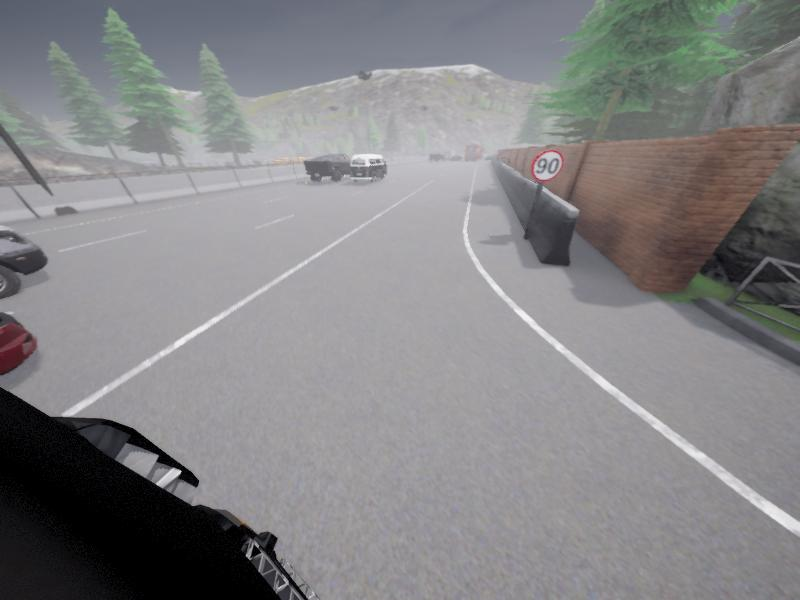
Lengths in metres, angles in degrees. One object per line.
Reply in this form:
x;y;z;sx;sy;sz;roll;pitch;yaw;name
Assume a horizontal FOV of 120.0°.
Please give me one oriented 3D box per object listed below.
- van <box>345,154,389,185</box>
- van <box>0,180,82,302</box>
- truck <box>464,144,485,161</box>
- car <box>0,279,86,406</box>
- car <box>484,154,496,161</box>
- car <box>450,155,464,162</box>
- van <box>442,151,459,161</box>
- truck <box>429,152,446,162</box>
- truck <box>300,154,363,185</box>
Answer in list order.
-2.642;-11.320;19.902;2.069;2.038;4.480;8;34;14;van
-8.662;-0.181;2.148;1.988;2.561;5.915;8;34;14;van
20.513;-40.568;63.527;2.891;3.827;8.468;17;36;25;truck
-5.591;1.292;0.725;1.882;1.535;5.008;8;34;14;car
25.693;-40.579;65.726;1.994;1.385;4.181;18;37;26;car
15.420;-38.442;62.503;2.128;1.511;4.902;17;36;25;car
14.688;-42.034;67.200;2.351;2.431;6.366;18;37;26;van
9.588;-36.695;59.256;2.390;2.098;6.274;14;36;22;truck
-5.869;-12.097;21.112;2.390;2.098;6.274;8;34;14;truck
